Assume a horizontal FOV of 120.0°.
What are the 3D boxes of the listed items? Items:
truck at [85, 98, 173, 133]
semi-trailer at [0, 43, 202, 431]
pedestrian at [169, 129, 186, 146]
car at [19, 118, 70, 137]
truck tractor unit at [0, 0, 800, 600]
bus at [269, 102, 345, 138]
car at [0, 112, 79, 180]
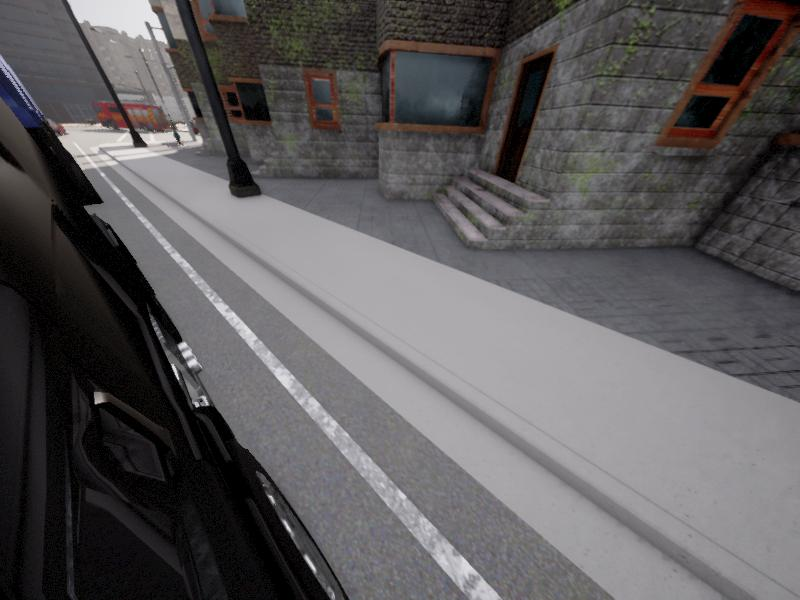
[{"bbox_3d":[-41.852,-28.708,36.065,8.468,3.827,2.891,2,37,0],"label":"truck"},{"bbox_3d":[-8.699,-3.608,4.220,14.254,4.402,2.717,28,44,30],"label":"semi-trailer"},{"bbox_3d":[-18.231,-13.319,18.934,0.500,1.100,0.500,18,39,19],"label":"pedestrian"},{"bbox_3d":[-36.338,-17.735,23.754,1.812,1.442,4.674,-27,46,-33],"label":"car"},{"bbox_3d":[-2.645,-0.295,0.351,6.516,4.208,3.053,28,44,30],"label":"truck tractor unit"},{"bbox_3d":[-14.640,-29.261,37.829,10.273,4.253,3.944,-2,37,-5],"label":"bus"},{"bbox_3d":[-16.567,-6.847,10.015,5.566,2.045,2.150,28,44,30],"label":"car"}]
